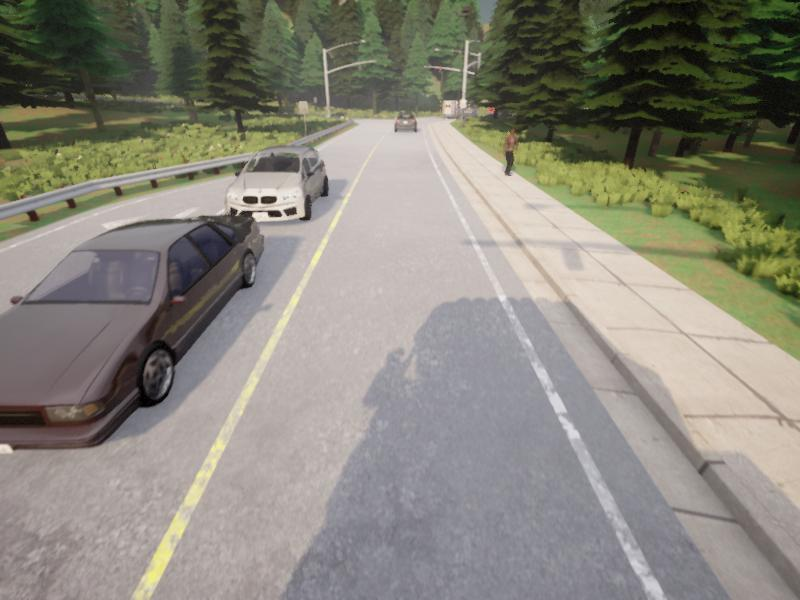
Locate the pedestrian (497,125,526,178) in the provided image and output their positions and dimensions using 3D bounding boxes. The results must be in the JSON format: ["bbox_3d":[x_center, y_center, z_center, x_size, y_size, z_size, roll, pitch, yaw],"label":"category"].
[{"bbox_3d":[4.306,-5.762,15.571,0.751,1.860,0.751,1,27,2],"label":"pedestrian"}]

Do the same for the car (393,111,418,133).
[{"bbox_3d":[0.580,-17.228,38.671,2.242,1.667,4.611,1,27,2],"label":"car"}]

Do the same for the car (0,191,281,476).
[{"bbox_3d":[-3.512,-0.262,5.661,2.033,1.411,5.357,0,27,0],"label":"car"}]

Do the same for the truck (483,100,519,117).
[{"bbox_3d":[17.259,-32.948,68.682,5.204,2.467,2.627,-8,28,-15],"label":"truck"}]

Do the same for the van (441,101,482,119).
[{"bbox_3d":[9.450,-29.278,61.502,6.366,2.431,2.351,-20,33,-34],"label":"van"}]

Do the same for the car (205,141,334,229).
[{"bbox_3d":[-3.505,-3.612,11.932,2.242,1.667,4.611,0,27,0],"label":"car"}]
